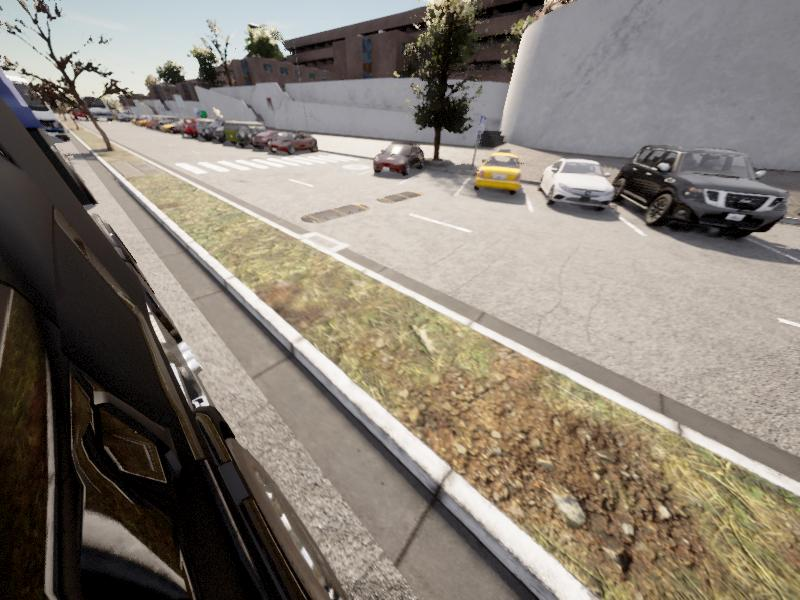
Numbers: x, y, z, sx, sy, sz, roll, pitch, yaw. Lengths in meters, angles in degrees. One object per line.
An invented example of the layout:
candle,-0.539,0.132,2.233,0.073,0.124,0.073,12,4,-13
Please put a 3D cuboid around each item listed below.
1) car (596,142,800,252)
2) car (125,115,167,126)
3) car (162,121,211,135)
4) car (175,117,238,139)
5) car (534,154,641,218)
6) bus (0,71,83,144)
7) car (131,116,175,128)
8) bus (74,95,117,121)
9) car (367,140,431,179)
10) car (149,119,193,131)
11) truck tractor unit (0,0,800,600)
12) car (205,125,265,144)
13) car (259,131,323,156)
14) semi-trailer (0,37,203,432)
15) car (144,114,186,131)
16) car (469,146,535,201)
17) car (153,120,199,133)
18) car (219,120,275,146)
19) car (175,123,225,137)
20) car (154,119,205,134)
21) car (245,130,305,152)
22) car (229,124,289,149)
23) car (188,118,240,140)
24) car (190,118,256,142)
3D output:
car,9.298,-3.836,7.643,2.435,2.045,5.566,15,38,15
car,-52.328,-37.041,47.761,1.946,1.575,5.366,15,38,14
car,-31.807,-25.800,34.684,2.163,1.488,4.792,15,38,14
car,-24.951,-22.352,30.112,2.435,2.045,5.566,14,38,15
car,7.002,-4.853,9.344,2.002,1.452,4.674,15,38,14
bus,-32.505,-16.502,19.988,10.273,4.253,3.944,28,44,30
car,-47.782,-34.514,44.838,1.946,1.575,5.366,15,38,14
bus,-70.658,-44.296,53.576,10.273,4.253,3.944,27,43,31
car,0.121,-8.545,13.813,2.163,1.488,4.792,15,38,14
car,-38.630,-29.547,39.138,2.002,1.452,4.674,15,38,14
truck tractor unit,-2.645,-0.295,0.351,6.516,4.208,3.053,28,44,30
car,-18.147,-18.444,25.769,2.231,1.521,4.892,14,38,15
car,-9.035,-13.487,19.803,2.163,1.488,4.792,15,38,14
semi-trailer,-8.755,-3.568,4.166,14.254,4.402,2.717,28,43,29
car,-40.917,-30.945,40.360,1.878,1.987,4.442,15,38,14
car,4.767,-6.219,10.961,1.946,1.575,5.366,14,38,15
car,-36.344,-28.321,37.687,2.163,1.488,4.792,15,38,14
car,-15.820,-17.465,24.240,1.878,1.987,4.442,14,38,15
car,-27.249,-23.333,31.745,2.002,1.452,4.674,14,38,15
car,-34.130,-26.983,36.022,1.946,1.575,5.366,15,38,14
car,-11.324,-14.730,21.329,2.002,1.452,4.674,14,38,15
car,-13.599,-16.076,22.698,2.185,1.767,4.553,14,38,15
car,-22.718,-21.021,28.524,1.878,1.987,4.442,15,38,14
car,-20.411,-19.861,27.088,2.435,2.045,5.566,15,38,14
